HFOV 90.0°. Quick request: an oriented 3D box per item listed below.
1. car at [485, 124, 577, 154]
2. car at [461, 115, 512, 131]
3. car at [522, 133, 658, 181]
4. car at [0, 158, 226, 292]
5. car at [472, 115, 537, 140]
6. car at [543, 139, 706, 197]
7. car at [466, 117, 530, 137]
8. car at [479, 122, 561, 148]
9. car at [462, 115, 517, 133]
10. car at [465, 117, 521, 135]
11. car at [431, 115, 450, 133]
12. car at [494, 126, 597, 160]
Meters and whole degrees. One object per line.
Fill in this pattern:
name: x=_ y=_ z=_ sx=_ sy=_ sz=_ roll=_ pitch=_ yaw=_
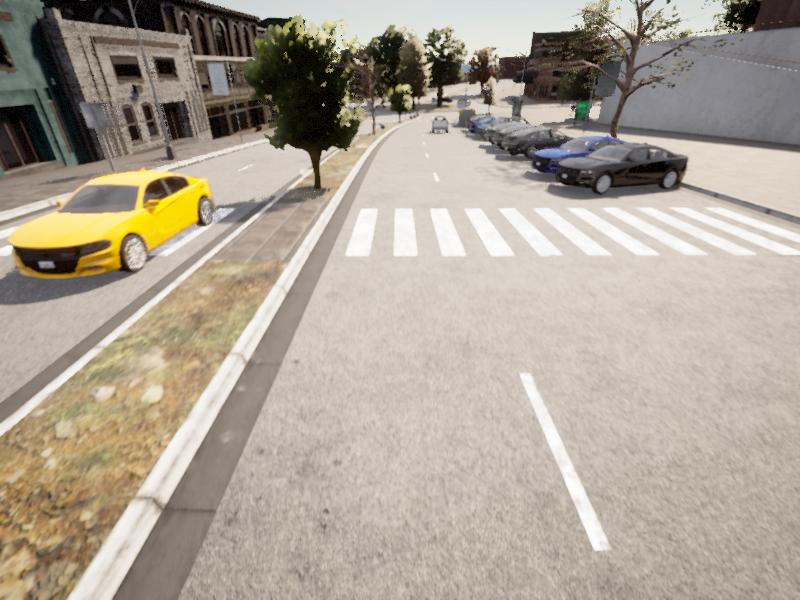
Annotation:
car: x=8.181 y=-10.197 z=25.165 sx=4.892 sy=1.521 sz=2.231 roll=-8 pitch=27 yaw=-17
car: x=9.380 y=-19.338 z=43.681 sx=4.792 sy=1.488 sz=2.163 roll=-6 pitch=27 yaw=-13
car: x=8.094 y=-6.238 z=17.225 sx=5.008 sy=1.535 sz=2.097 roll=-8 pitch=28 yaw=-18
car: x=-5.883 y=-1.960 z=8.776 sx=1.882 sy=1.535 sz=5.008 roll=0 pitch=27 yaw=0
car: x=8.554 y=-14.250 z=33.045 sx=4.553 sy=1.767 sz=2.185 roll=-7 pitch=28 yaw=-15
car: x=8.088 y=-4.911 z=14.577 sx=5.008 sy=1.535 sz=2.097 roll=-9 pitch=28 yaw=-18
car: x=8.682 y=-15.445 z=35.736 sx=5.008 sy=1.535 sz=2.097 roll=-6 pitch=27 yaw=-15
car: x=8.265 y=-11.513 z=27.811 sx=4.892 sy=1.521 sz=2.231 roll=-7 pitch=27 yaw=-16
car: x=9.094 y=-18.057 z=41.020 sx=4.892 sy=1.521 sz=2.231 roll=-6 pitch=27 yaw=-14
car: x=8.883 y=-16.714 z=38.392 sx=4.674 sy=1.452 sz=2.002 roll=-6 pitch=28 yaw=-14
car: x=4.087 y=-17.954 z=40.796 sx=1.845 sy=1.501 sz=3.633 roll=2 pitch=26 yaw=4
car: x=8.124 y=-8.879 z=22.516 sx=4.892 sy=1.521 sz=2.231 roll=-8 pitch=28 yaw=-17
